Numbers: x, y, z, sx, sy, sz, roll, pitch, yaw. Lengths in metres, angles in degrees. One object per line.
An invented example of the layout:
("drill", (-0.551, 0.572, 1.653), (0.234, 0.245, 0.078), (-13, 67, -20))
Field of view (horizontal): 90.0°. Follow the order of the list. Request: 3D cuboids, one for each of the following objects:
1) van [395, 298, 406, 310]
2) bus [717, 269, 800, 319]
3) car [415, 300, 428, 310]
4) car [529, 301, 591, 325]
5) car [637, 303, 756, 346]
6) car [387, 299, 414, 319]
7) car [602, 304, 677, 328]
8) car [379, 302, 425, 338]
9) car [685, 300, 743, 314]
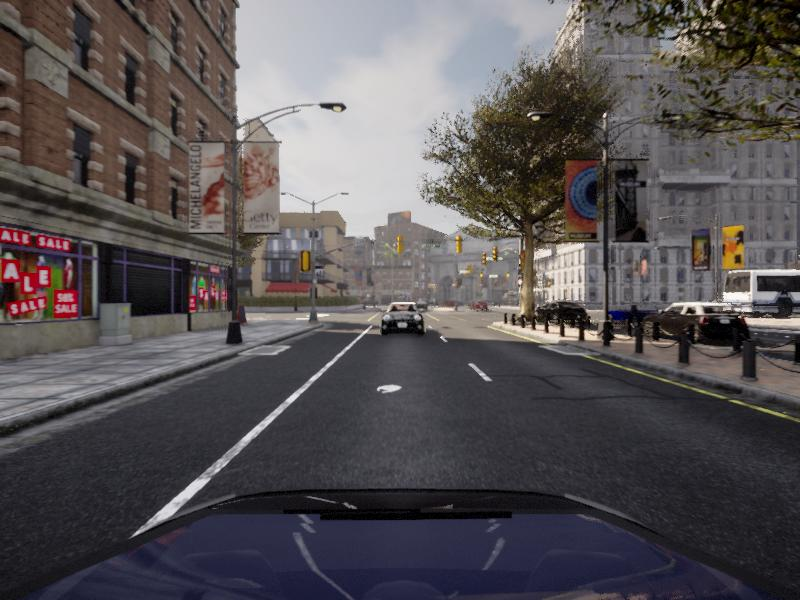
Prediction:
("van", (0.044, 0.617, 63.580), (1.775, 1.987, 4.442), (0, 0, 0))
("bus", (35.098, -0.525, 35.827), (10.273, 4.253, 3.944), (0, 0, 0))
("car", (3.547, 0.790, 65.956), (1.930, 1.638, 5.238), (0, 0, 0))
("car", (11.024, 0.854, 28.019), (1.837, 1.490, 4.892), (0, 0, -8))
("car", (11.514, 0.858, 15.927), (1.970, 1.475, 3.806), (0, 0, 1))
("car", (0.028, 0.768, 35.343), (2.242, 1.667, 4.611), (0, 0, 0))
("car", (15.018, 0.951, 25.440), (1.895, 1.301, 4.718), (0, 0, 0))
("car", (0.122, 0.859, 18.836), (1.970, 1.475, 3.806), (0, 0, 1))
("car", (36.092, 0.794, 46.034), (5.027, 1.651, 2.152), (0, 0, 0))
